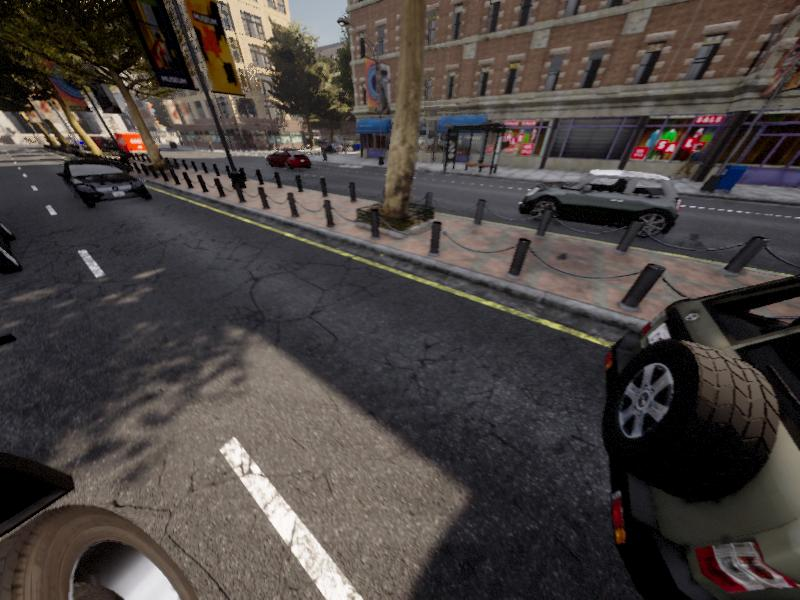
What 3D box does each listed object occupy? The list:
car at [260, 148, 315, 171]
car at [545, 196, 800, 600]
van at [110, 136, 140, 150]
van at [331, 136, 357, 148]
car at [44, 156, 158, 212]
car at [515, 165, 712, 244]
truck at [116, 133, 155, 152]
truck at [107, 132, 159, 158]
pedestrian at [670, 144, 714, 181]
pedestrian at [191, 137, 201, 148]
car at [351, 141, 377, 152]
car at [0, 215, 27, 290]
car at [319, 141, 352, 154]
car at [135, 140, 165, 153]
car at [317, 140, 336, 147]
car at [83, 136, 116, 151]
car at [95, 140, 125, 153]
[{"bbox_3d":[-9.426,-11.850,19.400,4.181,1.385,1.994,23,41,28],"label":"car"},{"bbox_3d":[3.358,1.281,0.486,4.605,1.855,1.932,23,41,27],"label":"car"},{"bbox_3d":[-50.761,-28.987,42.649,4.480,2.038,2.069,22,41,28],"label":"van"},{"bbox_3d":[-14.493,-41.059,59.798,6.366,2.431,2.351,22,41,28],"label":"van"},{"bbox_3d":[-12.283,-4.909,9.474,4.674,1.442,1.812,22,41,28],"label":"car"},{"bbox_3d":[5.997,-3.160,7.163,3.806,1.475,1.970,22,40,27],"label":"car"},{"bbox_3d":[-44.922,-26.775,39.206,5.204,2.467,2.627,22,41,28],"label":"truck"},{"bbox_3d":[-34.273,-19.948,29.687,5.204,2.467,2.627,23,41,27],"label":"truck"},{"bbox_3d":[17.301,-8.174,13.747,0.751,1.860,0.751,23,41,29],"label":"pedestrian"},{"bbox_3d":[-41.364,-32.005,46.875,0.751,1.860,0.751,26,42,31],"label":"pedestrian"},{"bbox_3d":[-6.557,-28.359,42.666,1.882,1.535,5.008,21,40,27],"label":"car"},{"bbox_3d":[-9.384,-1.298,4.347,4.892,1.490,1.837,22,41,28],"label":"car"},{"bbox_3d":[-10.491,-24.950,37.815,2.038,1.542,4.974,21,41,26],"label":"car"},{"bbox_3d":[-39.371,-24.173,36.328,3.988,1.617,1.851,22,41,28],"label":"car"},{"bbox_3d":[-20.241,-43.026,63.317,4.902,1.511,2.128,22,41,28],"label":"car"},{"bbox_3d":[-51.479,-26.804,39.544,5.566,2.045,2.150,24,41,29],"label":"car"},{"bbox_3d":[-45.920,-24.370,36.538,3.988,1.617,1.851,22,41,28],"label":"car"}]
